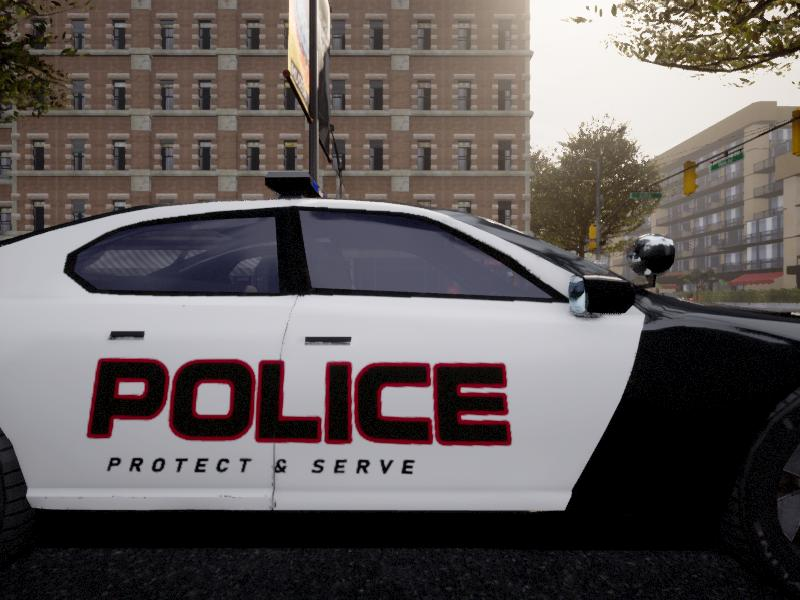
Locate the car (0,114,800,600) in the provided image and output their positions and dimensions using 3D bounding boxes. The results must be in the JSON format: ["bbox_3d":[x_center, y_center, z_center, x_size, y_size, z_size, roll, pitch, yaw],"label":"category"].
[{"bbox_3d":[-0.057,0.226,2.190,4.974,1.542,2.038,0,0,0],"label":"car"}]

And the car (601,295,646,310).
[{"bbox_3d":[22.968,0.244,41.298,1.837,1.490,4.892,0,0,0],"label":"car"}]

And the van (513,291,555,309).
[{"bbox_3d":[15.893,-0.002,47.523,4.442,1.987,1.775,0,0,38],"label":"van"}]

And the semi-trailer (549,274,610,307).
[{"bbox_3d":[26.368,-1.218,59.879,2.717,4.402,14.254,0,0,0],"label":"semi-trailer"}]

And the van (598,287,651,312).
[{"bbox_3d":[19.501,-0.029,35.025,2.069,2.038,4.480,0,0,0],"label":"van"}]

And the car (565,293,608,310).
[{"bbox_3d":[19.468,0.180,41.974,2.152,1.651,5.027,0,0,0],"label":"car"}]

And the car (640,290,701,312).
[{"bbox_3d":[23.006,0.094,34.242,2.097,1.767,4.553,0,0,0],"label":"car"}]

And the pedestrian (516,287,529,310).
[{"bbox_3d":[9.818,-0.115,32.099,0.751,1.860,0.751,0,0,0],"label":"pedestrian"}]

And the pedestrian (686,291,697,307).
[{"bbox_3d":[35.586,-0.116,48.799,0.751,1.860,0.751,0,0,2],"label":"pedestrian"}]

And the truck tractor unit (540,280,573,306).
[{"bbox_3d":[26.331,-1.102,67.799,3.053,4.208,6.516,0,0,0],"label":"truck tractor unit"}]
